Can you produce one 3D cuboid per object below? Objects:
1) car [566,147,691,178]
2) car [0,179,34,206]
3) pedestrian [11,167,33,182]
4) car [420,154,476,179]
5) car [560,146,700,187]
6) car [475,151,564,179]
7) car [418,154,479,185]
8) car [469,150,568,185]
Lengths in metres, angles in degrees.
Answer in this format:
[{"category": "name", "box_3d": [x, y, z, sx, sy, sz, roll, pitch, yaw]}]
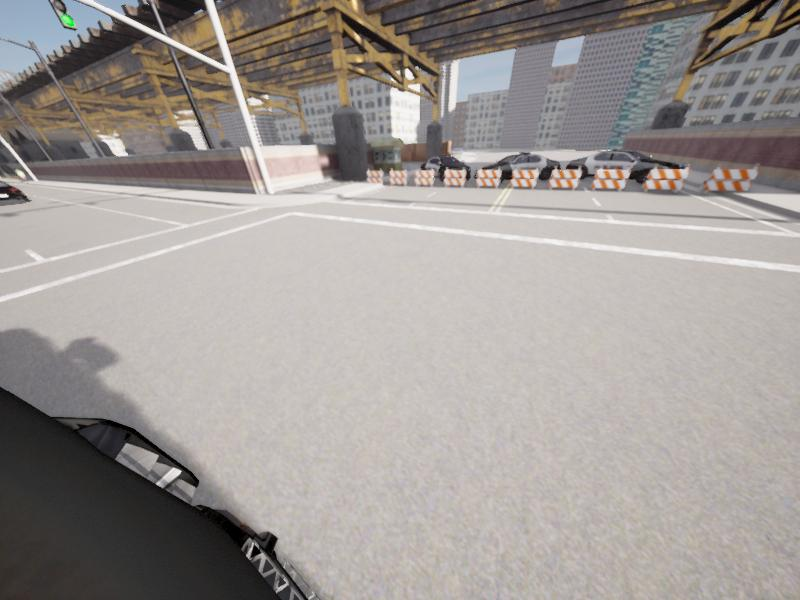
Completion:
[{"category": "car", "box_3d": [12.338, -7.723, 12.895, 1.853, 1.218, 4.536, -22, 38, -26]}, {"category": "car", "box_3d": [-28.562, -7.644, 16.336, 4.674, 1.442, 1.812, 14, 37, 24]}, {"category": "pedestrian", "box_3d": [-54.666, -18.107, 33.388, 0.751, 1.860, 0.751, 15, 38, 25]}, {"category": "car", "box_3d": [3.179, -9.606, 16.433, 1.853, 1.218, 4.536, -12, 35, -14]}, {"category": "car", "box_3d": [12.374, -7.569, 12.945, 2.038, 1.542, 4.974, -22, 38, -26]}, {"category": "car", "box_3d": [7.315, -8.536, 14.505, 4.536, 1.218, 1.853, -7, 34, -6]}, {"category": "car", "box_3d": [3.202, -9.449, 16.479, 2.038, 1.542, 4.974, -12, 35, -14]}, {"category": "car", "box_3d": [7.271, -8.399, 14.586, 4.974, 1.542, 2.038, -7, 34, -6]}]
